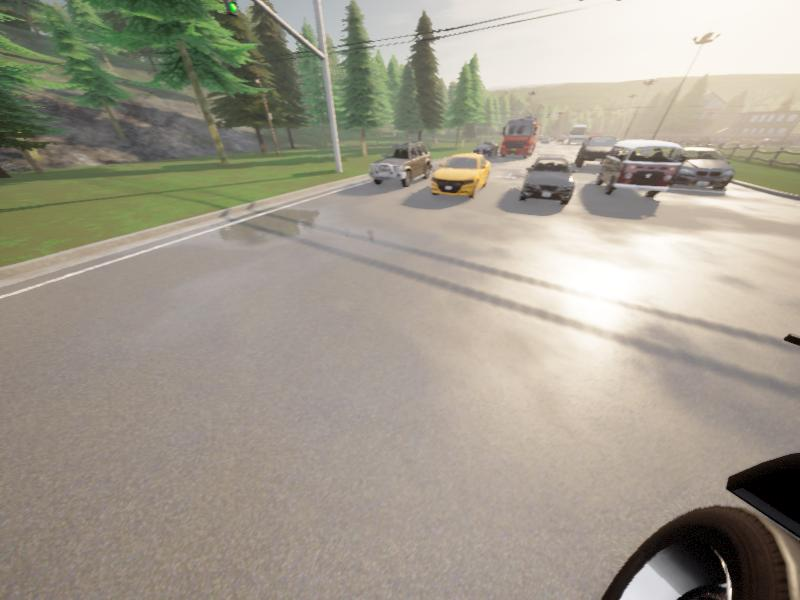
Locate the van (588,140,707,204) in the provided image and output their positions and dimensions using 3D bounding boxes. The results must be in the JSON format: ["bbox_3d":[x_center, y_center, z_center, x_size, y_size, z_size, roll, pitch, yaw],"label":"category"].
[{"bbox_3d":[10.664,-6.064,10.571,2.069,2.038,4.480,16,38,21],"label":"van"}]

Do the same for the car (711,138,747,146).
[{"bbox_3d":[83.947,-40.328,58.992,4.792,1.488,2.163,19,40,24],"label":"car"}]

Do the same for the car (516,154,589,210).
[{"bbox_3d":[6.258,-5.210,9.845,1.816,1.474,4.193,15,38,20],"label":"car"}]

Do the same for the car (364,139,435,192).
[{"bbox_3d":[0.205,-7.520,12.664,1.932,1.855,4.605,16,41,20],"label":"car"}]

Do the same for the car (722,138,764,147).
[{"bbox_3d":[83.164,-38.261,56.060,5.366,1.575,1.801,19,40,24],"label":"car"}]

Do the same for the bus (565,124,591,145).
[{"bbox_3d":[47.781,-44.494,62.241,3.944,4.253,10.273,19,40,24],"label":"bus"}]

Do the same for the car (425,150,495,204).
[{"bbox_3d":[2.981,-5.981,10.847,1.882,1.535,5.008,15,38,20],"label":"car"}]

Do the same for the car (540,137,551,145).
[{"bbox_3d":[41.381,-45.170,65.653,2.152,1.651,5.027,19,40,24],"label":"car"}]

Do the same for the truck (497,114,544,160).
[{"bbox_3d":[14.381,-19.205,27.318,2.891,3.827,8.468,19,40,24],"label":"truck"}]

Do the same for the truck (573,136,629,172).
[{"bbox_3d":[16.320,-12.317,19.229,2.390,2.098,6.274,19,40,24],"label":"truck"}]

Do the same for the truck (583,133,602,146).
[{"bbox_3d":[48.168,-40.240,57.861,2.627,2.467,5.204,19,40,24],"label":"truck"}]

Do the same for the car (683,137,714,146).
[{"bbox_3d":[73.716,-39.226,57.080,3.866,1.878,1.905,19,40,24],"label":"car"}]

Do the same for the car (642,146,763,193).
[{"bbox_3d":[15.705,-7.226,12.521,2.242,1.667,4.611,17,39,22],"label":"car"}]

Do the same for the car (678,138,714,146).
[{"bbox_3d":[75.957,-40.733,59.380,5.238,1.638,1.930,19,40,24],"label":"car"}]

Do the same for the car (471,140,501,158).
[{"bbox_3d":[10.617,-18.602,28.350,2.152,1.651,5.027,19,40,24],"label":"car"}]
